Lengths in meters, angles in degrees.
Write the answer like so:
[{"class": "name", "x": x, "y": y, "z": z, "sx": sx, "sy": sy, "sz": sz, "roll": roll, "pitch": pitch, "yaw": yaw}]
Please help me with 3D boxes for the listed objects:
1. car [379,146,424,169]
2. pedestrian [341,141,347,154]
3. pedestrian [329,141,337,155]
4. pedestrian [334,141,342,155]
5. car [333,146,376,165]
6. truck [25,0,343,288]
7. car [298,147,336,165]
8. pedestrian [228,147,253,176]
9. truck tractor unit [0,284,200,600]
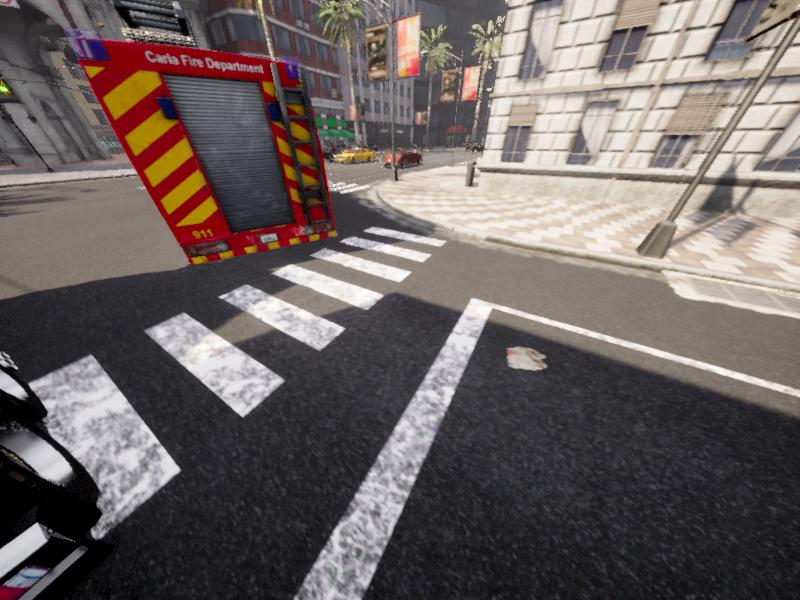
[{"class": "car", "x": 0.308, "y": -14.283, "z": 23.071, "sx": 2.152, "sy": 1.651, "sz": 5.027, "roll": 19, "pitch": 39, "yaw": 25}, {"class": "pedestrian", "x": -9.586, "y": -26.083, "z": 39.584, "sx": 0.751, "sy": 1.860, "sz": 0.751, "roll": -8, "pitch": 36, "yaw": -11}, {"class": "pedestrian", "x": -11.072, "y": -25.077, "z": 38.153, "sx": 0.751, "sy": 1.860, "sz": 0.751, "roll": 20, "pitch": 40, "yaw": 26}, {"class": "pedestrian", "x": -10.392, "y": -25.560, "z": 38.841, "sx": 0.751, "sy": 1.860, "sz": 0.751, "roll": 22, "pitch": 41, "yaw": 28}, {"class": "car", "x": -5.107, "y": -16.835, "z": 26.823, "sx": 1.801, "sy": 1.575, "sz": 5.366, "roll": 19, "pitch": 39, "yaw": 25}, {"class": "truck", "x": -4.904, "y": -4.291, "z": 6.858, "sx": 2.891, "sy": 3.827, "sz": 8.468, "roll": -21, "pitch": 40, "yaw": -26}, {"class": "car", "x": -9.413, "y": -16.616, "z": 26.573, "sx": 1.789, "sy": 1.549, "sz": 3.705, "roll": 18, "pitch": 39, "yaw": 25}, {"class": "pedestrian", "x": -12.232, "y": -10.663, "z": 17.747, "sx": 0.751, "sy": 1.860, "sz": 0.751, "roll": 19, "pitch": 39, "yaw": 25}, {"class": "truck tractor unit", "x": -5.143, "y": -0.268, "z": 0.732, "sx": 6.516, "sy": 4.208, "sz": 3.053, "roll": 17, "pitch": 38, "yaw": 23}]
